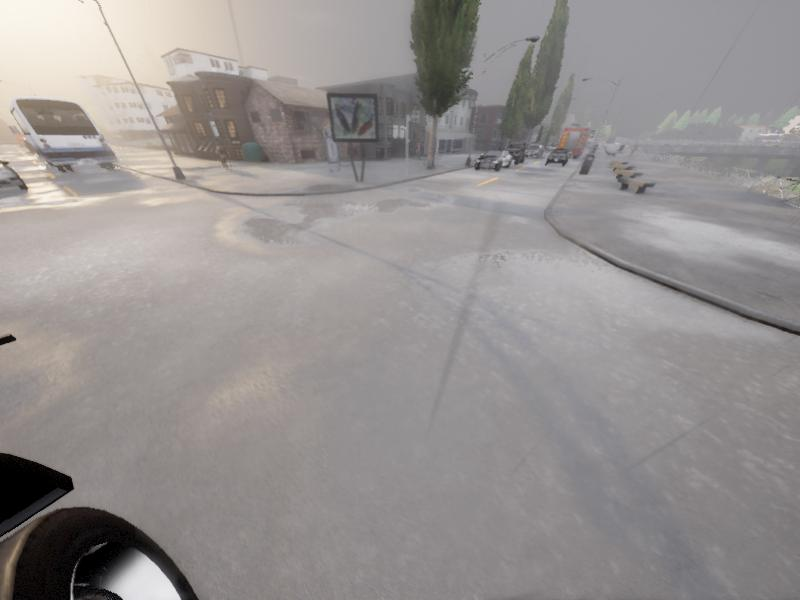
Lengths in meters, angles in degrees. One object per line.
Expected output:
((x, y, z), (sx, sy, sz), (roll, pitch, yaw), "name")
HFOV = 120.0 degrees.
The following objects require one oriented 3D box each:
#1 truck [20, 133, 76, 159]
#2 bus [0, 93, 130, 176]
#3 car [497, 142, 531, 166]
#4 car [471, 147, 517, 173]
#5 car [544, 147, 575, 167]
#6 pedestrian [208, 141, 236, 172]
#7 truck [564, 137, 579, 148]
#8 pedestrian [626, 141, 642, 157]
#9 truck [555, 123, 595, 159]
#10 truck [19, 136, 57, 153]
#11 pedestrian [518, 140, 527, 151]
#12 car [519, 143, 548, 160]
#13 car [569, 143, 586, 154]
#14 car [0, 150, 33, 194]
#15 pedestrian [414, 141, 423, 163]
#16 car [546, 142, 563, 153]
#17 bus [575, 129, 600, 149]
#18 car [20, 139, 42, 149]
((-43.018, -18.913, 28.246), (5.204, 2.467, 2.627), (23, 41, 28), "truck")
((-26.730, -12.814, 18.178), (10.273, 4.253, 3.944), (22, 41, 28), "bus")
((11.884, -15.274, 24.046), (1.905, 1.878, 3.866), (23, 41, 28), "car")
((8.137, -12.083, 19.799), (2.038, 1.542, 4.974), (23, 41, 28), "car")
((16.330, -14.690, 23.617), (1.816, 1.474, 4.193), (22, 41, 28), "car")
((-12.808, -10.359, 16.651), (0.751, 1.860, 0.751), (20, 40, 26), "pedestrian")
((51.843, -47.714, 69.915), (2.627, 2.467, 5.204), (22, 41, 28), "truck")
((33.286, -21.495, 32.862), (0.751, 1.860, 0.751), (-23, 42, -30), "pedestrian")
((25.263, -22.897, 33.299), (2.891, 3.827, 8.468), (23, 41, 28), "truck")
((-58.614, -25.228, 37.391), (6.274, 2.098, 2.390), (23, 41, 28), "truck")
((23.699, -29.910, 44.721), (0.751, 1.860, 0.751), (28, 44, 34), "pedestrian")
((18.067, -20.147, 31.247), (2.152, 1.651, 5.027), (23, 41, 28), "car")
((32.926, -28.122, 42.817), (1.816, 1.474, 4.193), (23, 41, 28), "car")
((-20.438, -6.344, 11.346), (3.988, 1.617, 1.851), (22, 41, 28), "car")
((1.876, -15.170, 23.643), (0.751, 1.860, 0.751), (-3, 35, -5), "pedestrian")
((30.689, -30.323, 45.808), (1.851, 1.617, 3.988), (22, 41, 28), "car")
((53.013, -45.529, 65.272), (3.944, 4.253, 10.273), (22, 41, 28), "bus")
((-78.420, -33.204, 49.030), (5.366, 1.575, 1.801), (23, 41, 28), "car")
